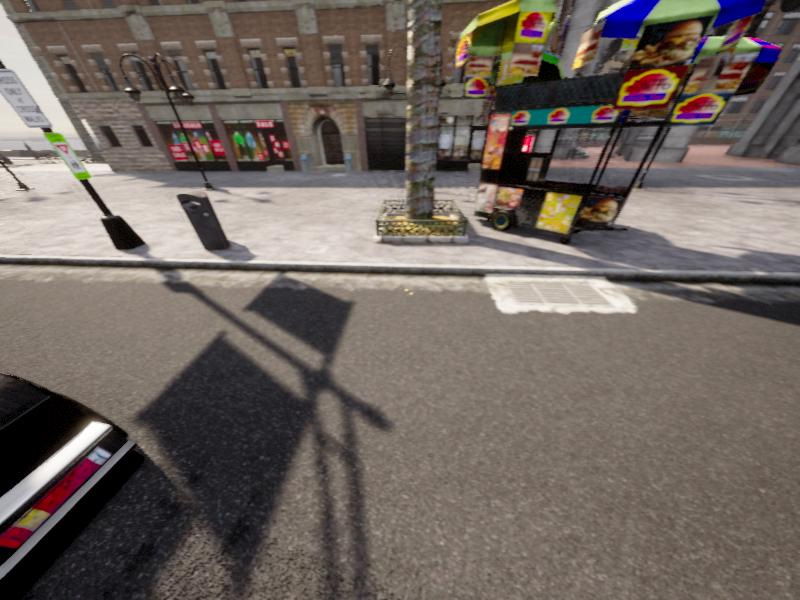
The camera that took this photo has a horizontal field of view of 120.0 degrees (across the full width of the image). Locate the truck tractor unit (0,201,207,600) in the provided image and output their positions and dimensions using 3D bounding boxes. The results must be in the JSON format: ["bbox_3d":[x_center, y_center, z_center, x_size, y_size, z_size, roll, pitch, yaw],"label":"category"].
[{"bbox_3d":[-5.356,0.117,0.198,6.516,4.208,3.053,4,36,6],"label":"truck tractor unit"}]
